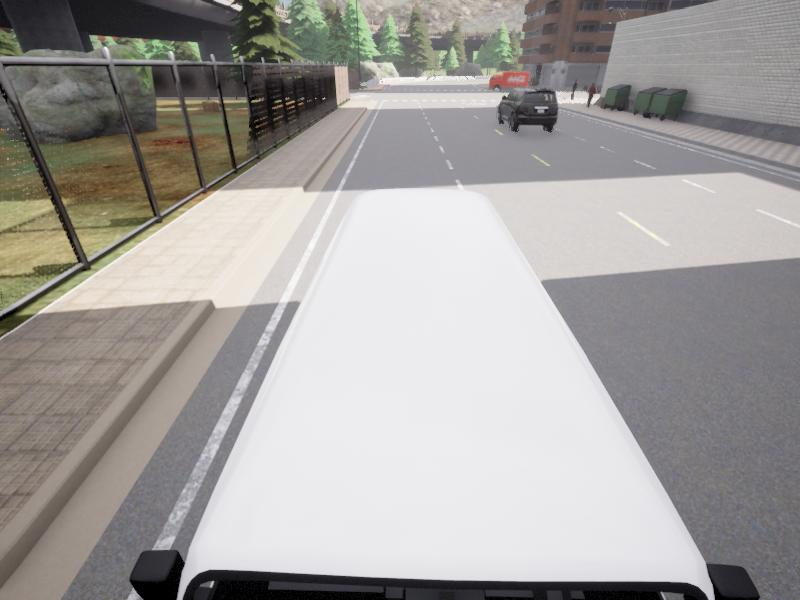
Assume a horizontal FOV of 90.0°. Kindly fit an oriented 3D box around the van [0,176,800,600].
[{"bbox_3d":[0.168,0.629,2.939,2.069,2.038,4.480,1,29,1],"label":"van"}]

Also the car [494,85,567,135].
[{"bbox_3d":[7.021,-10.689,22.299,2.150,2.045,5.566,0,30,0],"label":"car"}]

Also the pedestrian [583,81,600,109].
[{"bbox_3d":[14.983,-16.072,31.349,0.751,1.860,0.751,10,32,17],"label":"pedestrian"}]

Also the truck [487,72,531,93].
[{"bbox_3d":[14.938,-29.759,54.648,5.204,2.467,2.627,11,32,18],"label":"truck"}]

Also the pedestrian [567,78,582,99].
[{"bbox_3d":[17.814,-21.575,40.883,0.751,1.860,0.751,-4,30,-6],"label":"pedestrian"}]

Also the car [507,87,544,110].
[{"bbox_3d":[10.523,-17.137,33.910,1.816,1.474,4.193,0,30,0],"label":"car"}]
